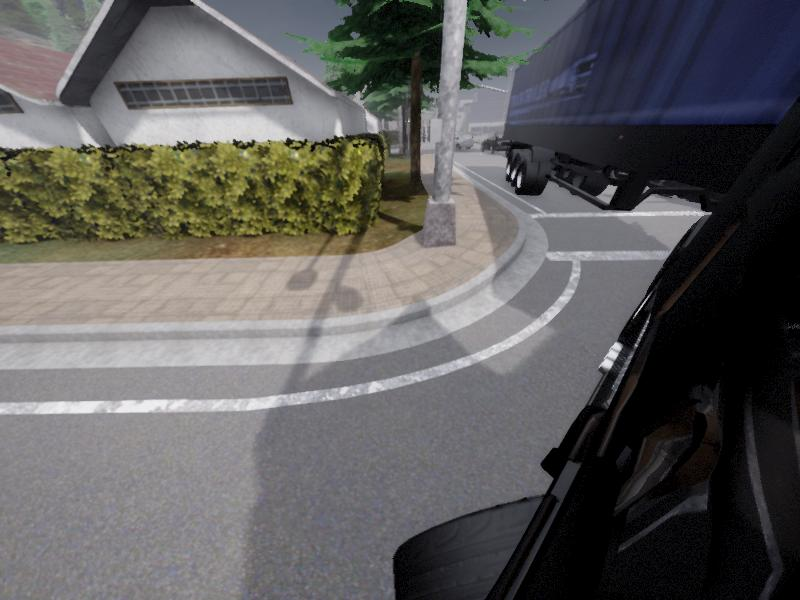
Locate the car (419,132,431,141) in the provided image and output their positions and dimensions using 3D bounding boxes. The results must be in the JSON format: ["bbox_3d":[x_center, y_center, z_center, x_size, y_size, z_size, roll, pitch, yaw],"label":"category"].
[{"bbox_3d":[5.238,-34.778,49.159,1.994,1.385,4.181,-2,36,0],"label":"car"}]

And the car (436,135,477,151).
[{"bbox_3d":[6.706,-19.090,27.987,1.812,1.442,4.674,-25,43,-28],"label":"car"}]

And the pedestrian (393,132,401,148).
[{"bbox_3d":[-0.373,-22.536,32.616,0.751,1.860,0.751,16,40,22],"label":"pedestrian"}]

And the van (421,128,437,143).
[{"bbox_3d":[5.281,-30.743,43.126,2.069,2.038,4.480,-4,36,-3],"label":"van"}]

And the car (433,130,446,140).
[{"bbox_3d":[8.726,-36.677,51.371,2.152,1.651,5.027,-2,37,0],"label":"car"}]

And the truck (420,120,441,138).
[{"bbox_3d":[9.195,-50.723,68.511,2.891,3.827,8.468,17,40,23],"label":"truck"}]

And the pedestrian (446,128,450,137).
[{"bbox_3d":[12.412,-43.301,59.687,0.751,1.860,0.751,0,36,3],"label":"pedestrian"}]

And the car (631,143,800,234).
[{"bbox_3d":[9.598,-3.035,5.955,2.033,1.411,5.357,-2,36,0],"label":"car"}]

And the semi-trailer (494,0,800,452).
[{"bbox_3d":[5.231,-4.732,5.926,2.717,4.402,14.254,5,38,10],"label":"semi-trailer"}]

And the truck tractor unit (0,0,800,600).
[{"bbox_3d":[2.645,-0.295,0.351,6.516,4.208,3.053,-28,44,-30],"label":"truck tractor unit"}]

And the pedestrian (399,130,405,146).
[{"bbox_3d":[0.284,-23.145,33.039,0.751,1.860,0.751,-3,36,-1],"label":"pedestrian"}]

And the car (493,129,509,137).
[{"bbox_3d":[24.077,-39.966,55.265,2.007,1.523,4.514,-2,36,0],"label":"car"}]

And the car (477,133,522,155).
[{"bbox_3d":[9.154,-14.797,21.872,2.128,1.511,4.902,-2,35,0],"label":"car"}]

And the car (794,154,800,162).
[{"bbox_3d":[27.932,-9.110,13.621,4.611,1.667,2.242,-2,36,0],"label":"car"}]
